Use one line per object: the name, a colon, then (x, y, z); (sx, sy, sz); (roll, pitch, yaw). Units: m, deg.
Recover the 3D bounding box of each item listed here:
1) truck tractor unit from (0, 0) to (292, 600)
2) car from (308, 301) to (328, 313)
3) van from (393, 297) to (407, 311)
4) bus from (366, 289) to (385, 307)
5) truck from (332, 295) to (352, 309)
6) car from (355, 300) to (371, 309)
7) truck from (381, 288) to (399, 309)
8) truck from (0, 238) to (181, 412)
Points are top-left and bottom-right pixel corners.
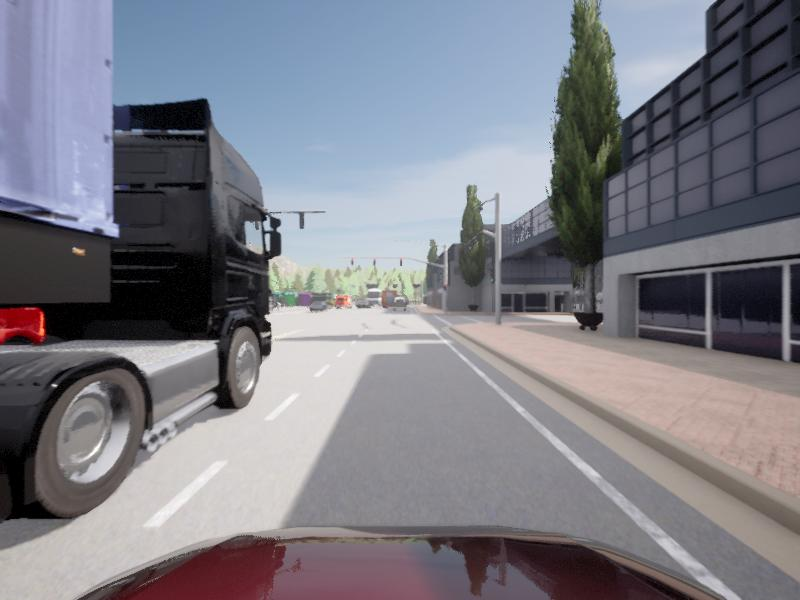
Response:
truck tractor unit: (-3.499, -0.515, 4.031); (3.053, 4.208, 6.516); (0, 0, 0)
car: (-10.629, 0.845, 52.120); (1.845, 1.501, 3.633); (0, 0, 1)
van: (0.063, 0.600, 61.716); (2.069, 2.038, 4.480); (0, 1, 2)
bus: (-5.877, -0.500, 97.712); (3.944, 4.253, 10.273); (0, 0, 2)
truck: (-10.200, 0.384, 71.165); (2.627, 2.467, 5.204); (0, 0, 2)
car: (-6.661, 0.817, 72.389); (2.152, 1.651, 5.027); (0, 0, 1)
truck: (-1.815, -0.292, 76.687); (2.891, 3.827, 8.468); (0, 0, 2)
truck: (-7.001, 0.363, 7.761); (2.627, 2.467, 5.204); (0, 0, 0)
